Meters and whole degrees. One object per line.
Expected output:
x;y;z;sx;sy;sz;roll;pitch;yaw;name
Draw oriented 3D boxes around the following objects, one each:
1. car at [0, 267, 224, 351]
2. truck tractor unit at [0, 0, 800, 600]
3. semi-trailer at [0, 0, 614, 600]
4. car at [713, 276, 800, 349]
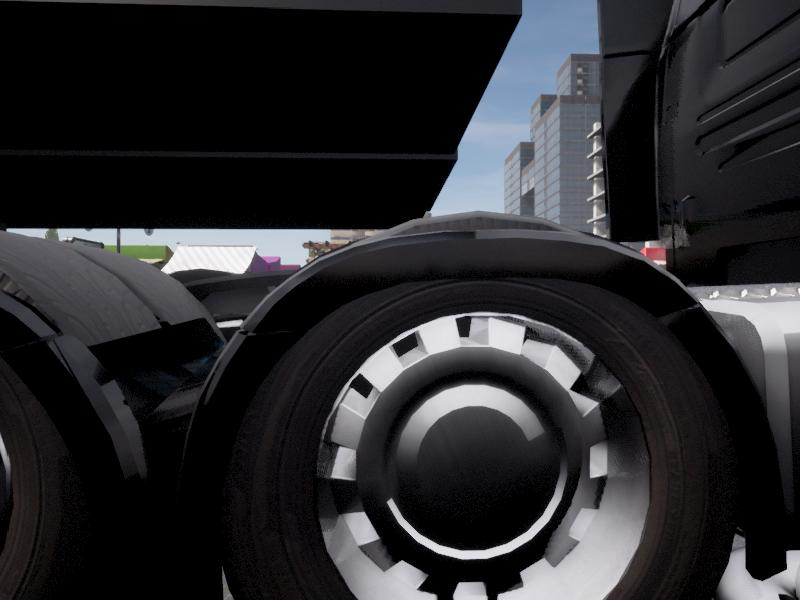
-6.803;0.177;8.950;4.856;1.649;2.033;0;0;-2;car
1.104;-1.116;2.105;6.516;4.208;3.053;0;0;-3;truck tractor unit
-6.800;-1.219;1.761;14.254;4.402;2.717;0;0;-2;semi-trailer
10.374;0.251;9.270;4.792;1.488;2.163;0;0;-8;car
